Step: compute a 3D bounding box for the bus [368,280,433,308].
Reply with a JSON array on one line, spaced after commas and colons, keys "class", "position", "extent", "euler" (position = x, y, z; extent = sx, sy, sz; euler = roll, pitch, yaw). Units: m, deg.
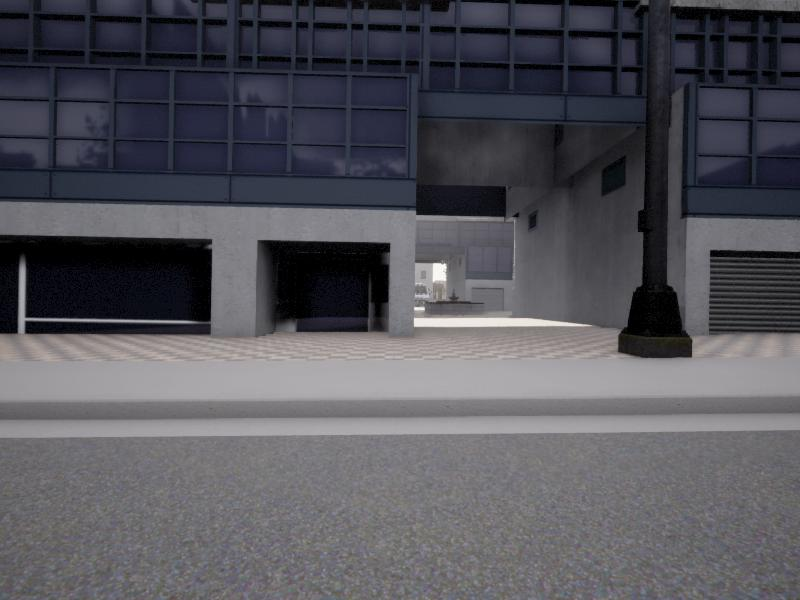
[{"class": "bus", "position": [-0.034, -0.902, 66.267], "extent": [10.273, 4.253, 3.944], "euler": [1, 0, -5]}]
